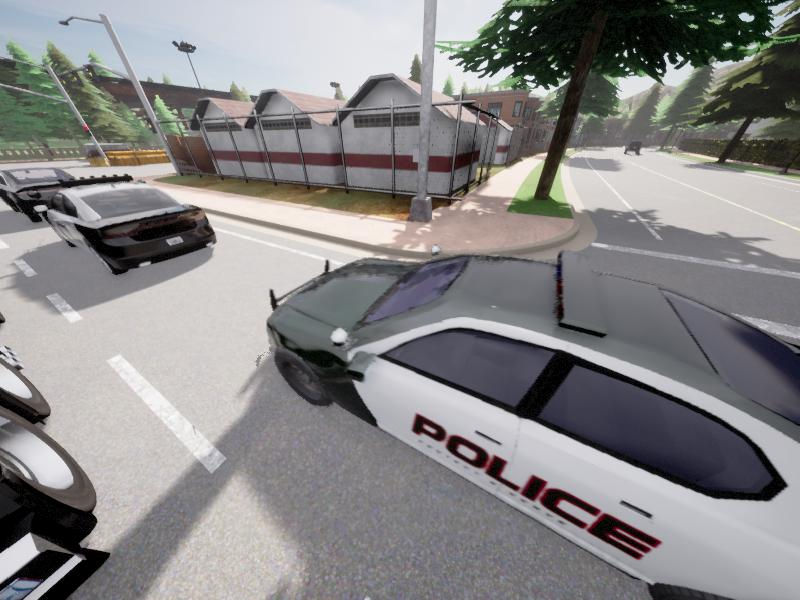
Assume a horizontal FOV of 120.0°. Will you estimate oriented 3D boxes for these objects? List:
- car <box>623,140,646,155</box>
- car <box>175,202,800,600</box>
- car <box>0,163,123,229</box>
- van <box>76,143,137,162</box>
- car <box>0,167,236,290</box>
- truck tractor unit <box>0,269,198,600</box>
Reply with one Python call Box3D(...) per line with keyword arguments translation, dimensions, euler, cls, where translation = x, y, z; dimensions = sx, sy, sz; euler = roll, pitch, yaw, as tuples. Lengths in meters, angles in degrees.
Box3D(translation=(38.968, -25.473, 38.541), dimensions=(1.905, 1.878, 3.866), euler=(23, 41, 30), cls="car")
Box3D(translation=(0.789, 0.385, 2.095), dimensions=(4.974, 1.542, 2.038), euler=(17, 39, 24), cls="car")
Box3D(translation=(-13.222, -4.063, 8.603), dimensions=(4.902, 1.511, 2.128), euler=(18, 39, 24), cls="car")
Box3D(translation=(-39.633, -20.081, 31.373), dimensions=(1.775, 1.987, 4.442), euler=(16, 38, 22), cls="van")
Box3D(translation=(-6.794, -2.071, 5.583), dimensions=(5.238, 1.638, 1.930), euler=(18, 39, 24), cls="car")
Box3D(translation=(-5.120, -0.292, 0.766), dimensions=(6.516, 4.208, 3.053), euler=(18, 39, 24), cls="truck tractor unit")
